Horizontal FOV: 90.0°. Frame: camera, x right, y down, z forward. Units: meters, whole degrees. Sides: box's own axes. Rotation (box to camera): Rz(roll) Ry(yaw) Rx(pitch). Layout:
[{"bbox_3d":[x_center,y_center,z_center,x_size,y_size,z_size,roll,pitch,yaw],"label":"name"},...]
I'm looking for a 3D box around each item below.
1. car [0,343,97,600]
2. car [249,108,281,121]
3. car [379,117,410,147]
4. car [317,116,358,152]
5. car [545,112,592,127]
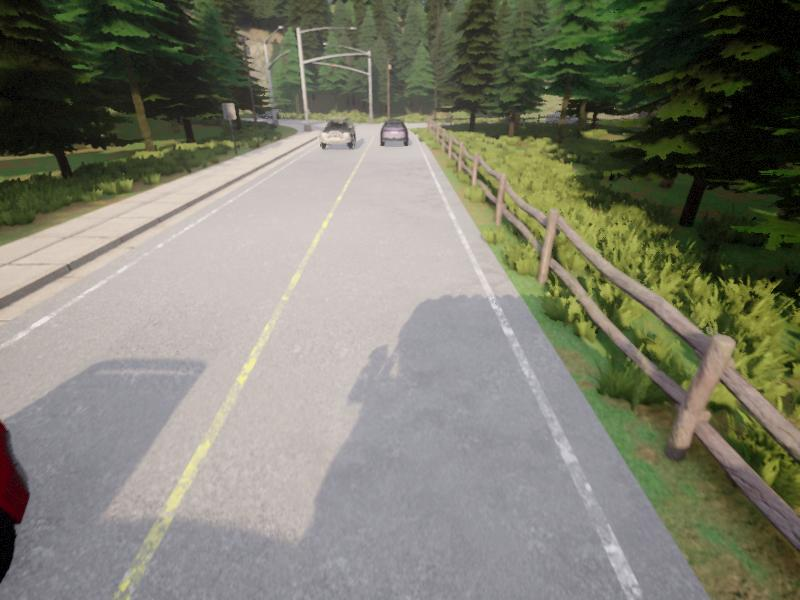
[{"bbox_3d":[-3.652,1.996,1.104,2.007,1.525,4.514,0,27,1],"label":"car"},{"bbox_3d":[-19.261,-26.566,57.211,3.806,1.475,1.970,12,29,22],"label":"car"},{"bbox_3d":[-0.428,-12.027,28.516,2.033,1.649,4.856,-1,27,-1],"label":"car"},{"bbox_3d":[-3.928,-10.815,25.867,1.932,1.855,4.605,0,27,-1],"label":"car"},{"bbox_3d":[19.199,-20.724,45.830,4.674,1.442,1.812,8,28,16],"label":"car"}]
